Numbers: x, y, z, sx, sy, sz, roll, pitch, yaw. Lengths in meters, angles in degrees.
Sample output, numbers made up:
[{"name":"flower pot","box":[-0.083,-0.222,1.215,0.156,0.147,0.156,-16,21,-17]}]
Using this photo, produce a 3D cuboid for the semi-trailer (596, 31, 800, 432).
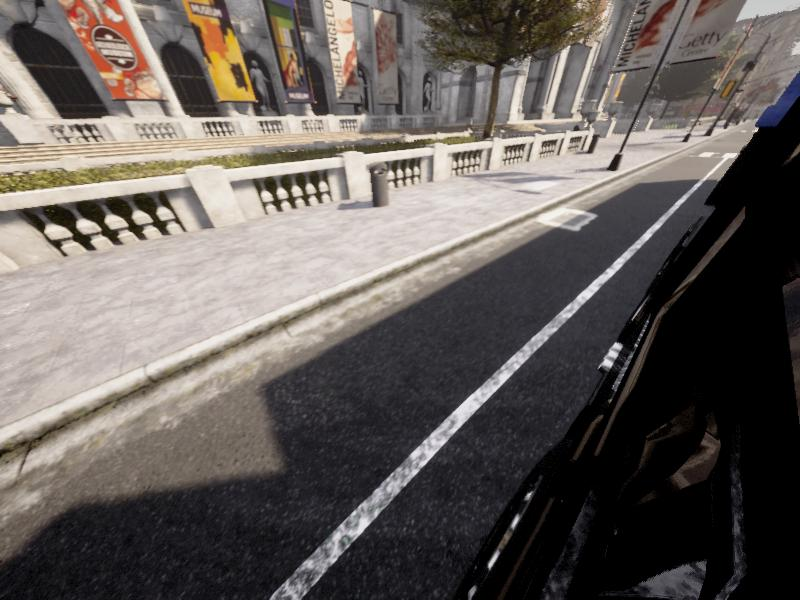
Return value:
[{"name":"semi-trailer","box":[8.794,-3.530,4.145,14.254,4.402,2.717,-27,43,-29]}]

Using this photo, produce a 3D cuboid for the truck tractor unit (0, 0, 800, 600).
[{"name":"truck tractor unit","box":[2.645,-0.295,0.351,6.516,4.208,3.053,-28,44,-30]}]

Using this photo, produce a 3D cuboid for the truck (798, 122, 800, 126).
[{"name":"truck","box":[67.974,-29.825,37.403,5.204,2.467,2.627,-27,43,-29]}]
